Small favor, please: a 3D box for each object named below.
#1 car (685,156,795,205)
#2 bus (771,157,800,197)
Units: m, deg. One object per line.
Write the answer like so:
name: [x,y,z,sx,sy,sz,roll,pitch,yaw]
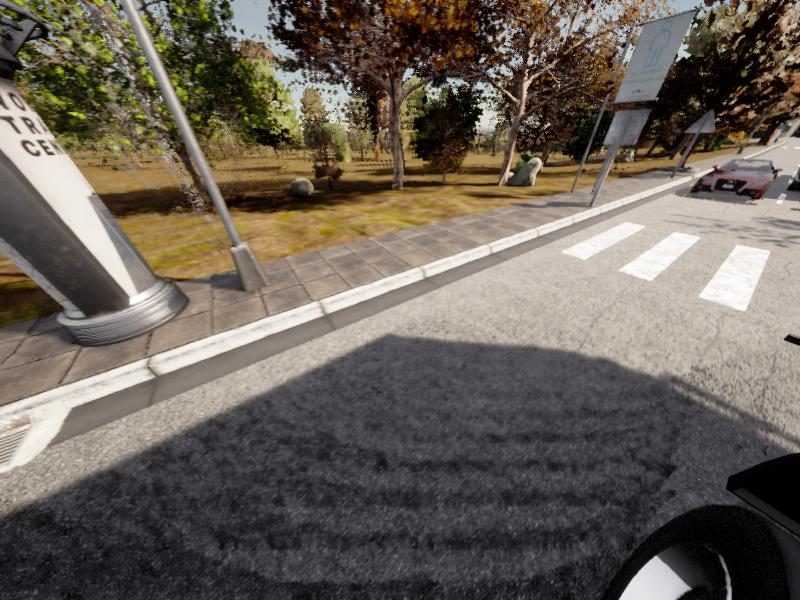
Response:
car: [15.154,-5.482,10.325,4.181,1.385,1.994,-22,40,-27]
bus: [22.399,-7.370,10.427,10.273,4.253,3.944,-22,40,-27]
